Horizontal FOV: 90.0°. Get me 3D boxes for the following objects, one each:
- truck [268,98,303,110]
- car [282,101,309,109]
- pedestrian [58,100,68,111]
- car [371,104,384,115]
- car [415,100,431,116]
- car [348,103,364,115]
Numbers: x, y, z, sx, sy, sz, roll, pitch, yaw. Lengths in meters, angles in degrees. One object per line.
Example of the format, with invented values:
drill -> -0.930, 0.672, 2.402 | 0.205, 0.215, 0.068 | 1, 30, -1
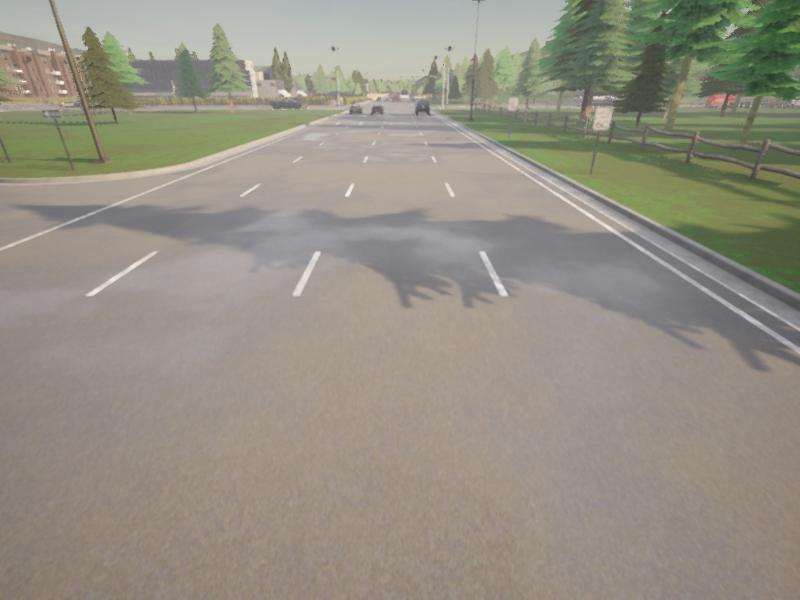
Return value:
truck -> -23.491, -40.402, 82.494 | 6.274, 2.098, 2.390 | 0, 27, -1
car -> -22.346, -41.808, 85.726 | 5.027, 1.651, 2.152 | 0, 27, -1
pedestrian -> -64.998, -37.602, 77.176 | 0.751, 1.860, 0.751 | 0, 27, 1
car -> -3.530, -30.271, 63.473 | 1.837, 1.490, 4.892 | 0, 28, 0
car -> 3.469, -29.966, 62.243 | 2.150, 2.045, 5.566 | 0, 27, 0
car -> -7.031, -30.723, 64.345 | 2.128, 1.511, 4.902 | 0, 27, 0
